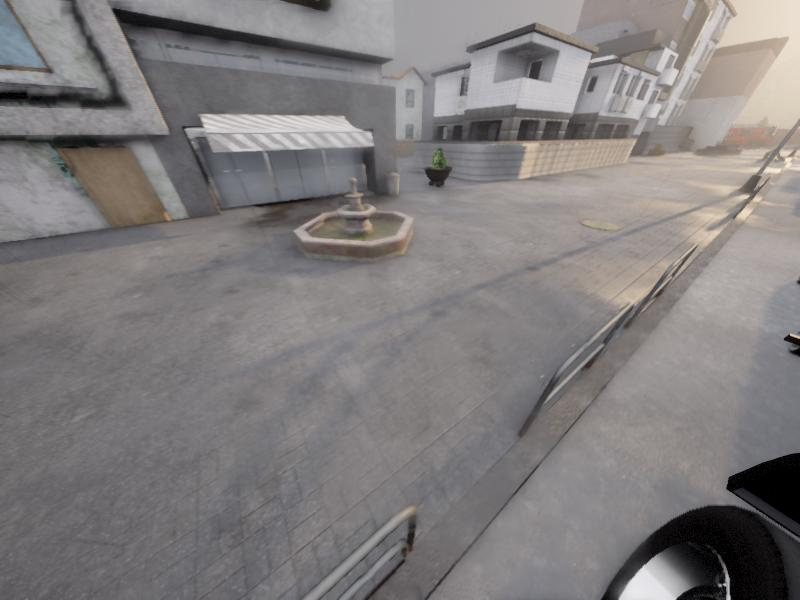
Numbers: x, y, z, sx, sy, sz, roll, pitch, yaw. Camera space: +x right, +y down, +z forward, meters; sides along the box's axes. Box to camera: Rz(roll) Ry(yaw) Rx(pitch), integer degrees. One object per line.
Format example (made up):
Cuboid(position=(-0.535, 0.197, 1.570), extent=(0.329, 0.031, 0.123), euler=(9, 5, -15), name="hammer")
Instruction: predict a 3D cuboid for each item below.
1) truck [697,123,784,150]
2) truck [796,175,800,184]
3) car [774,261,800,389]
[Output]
Cuboid(position=(65.023, -31.407, 44.506), extent=(2.891, 3.827, 8.468), euler=(-22, 40, -27), name="truck")
Cuboid(position=(25.232, -7.826, 12.616), extent=(5.204, 2.467, 2.627), euler=(-22, 41, -27), name="truck")
Cuboid(position=(6.715, 0.027, 2.683), extent=(4.718, 1.301, 1.895), euler=(-22, 40, -27), name="car")
